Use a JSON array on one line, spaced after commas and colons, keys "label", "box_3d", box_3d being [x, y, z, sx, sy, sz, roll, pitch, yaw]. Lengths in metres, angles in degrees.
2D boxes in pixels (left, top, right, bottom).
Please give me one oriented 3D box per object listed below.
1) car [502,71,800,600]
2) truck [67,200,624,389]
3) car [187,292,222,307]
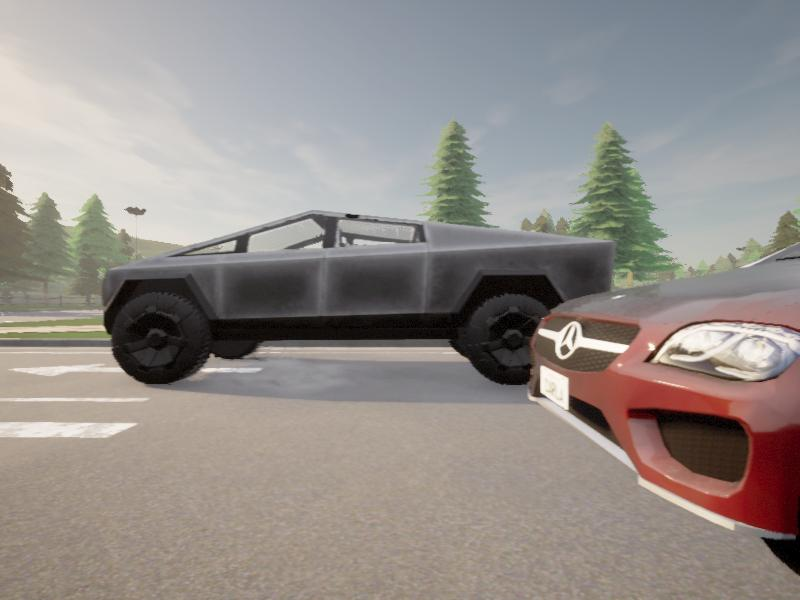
[{"label": "car", "box_3d": [3.352, 0.184, 2.199, 5.027, 1.651, 2.152, 0, 0, 0]}, {"label": "truck", "box_3d": [-0.615, -0.061, 5.701, 6.274, 2.098, 2.390, 0, 0, 0]}, {"label": "car", "box_3d": [-27.169, -0.059, 55.868, 2.150, 2.045, 5.566, 0, 0, 1]}]
